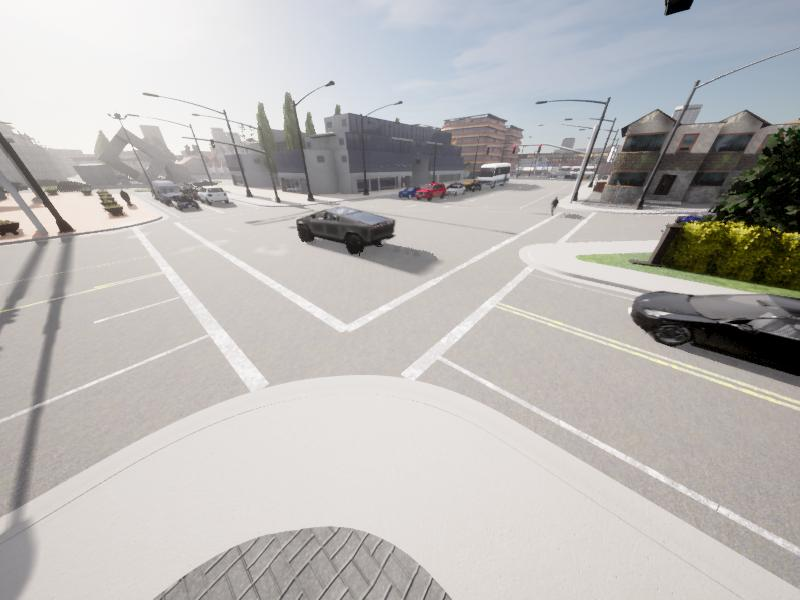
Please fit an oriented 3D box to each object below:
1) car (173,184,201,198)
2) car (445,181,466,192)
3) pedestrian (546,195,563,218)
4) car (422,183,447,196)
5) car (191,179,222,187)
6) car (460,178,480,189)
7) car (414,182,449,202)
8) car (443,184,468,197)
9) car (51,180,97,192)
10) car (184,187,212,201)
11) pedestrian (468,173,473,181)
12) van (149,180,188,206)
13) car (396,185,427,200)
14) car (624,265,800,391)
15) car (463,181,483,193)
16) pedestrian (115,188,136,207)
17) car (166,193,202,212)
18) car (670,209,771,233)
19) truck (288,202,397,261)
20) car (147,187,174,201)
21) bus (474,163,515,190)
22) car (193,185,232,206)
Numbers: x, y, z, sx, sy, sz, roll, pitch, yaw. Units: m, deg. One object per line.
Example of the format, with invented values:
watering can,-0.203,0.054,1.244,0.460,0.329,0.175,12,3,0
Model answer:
car,-34.663,-17.825,37.543,5.238,1.638,1.930,23,37,34
car,10.656,-21.736,44.166,1.994,1.385,4.181,24,39,35
pedestrian,14.261,-8.660,21.353,0.751,1.860,0.751,23,37,34
car,5.948,-18.877,39.331,1.837,1.490,4.892,22,38,34
car,-46.428,-28.059,55.515,2.033,1.411,5.357,9,31,16
car,14.715,-24.380,48.283,1.882,1.535,5.008,23,39,34
car,4.495,-15.481,32.969,2.150,2.045,5.566,23,37,34
car,9.175,-18.068,37.952,1.812,1.442,4.674,23,38,34
car,-63.602,-22.340,45.216,4.553,1.767,2.097,-7,31,-13
car,-29.555,-15.560,33.787,4.193,1.474,1.816,23,37,34
pedestrian,18.650,-32.624,61.145,0.751,1.860,0.751,-20,36,-31
van,-29.986,-13.922,29.886,5.915,2.561,1.988,23,37,34
car,1.789,-16.373,35.030,1.882,1.535,5.008,22,37,34
car,8.902,0.730,5.565,4.792,1.488,2.163,23,37,34
car,13.383,-20.697,42.256,1.816,1.474,4.193,23,38,34
pedestrian,-31.072,-11.587,26.173,0.751,1.860,0.751,20,35,30
car,-24.281,-11.043,25.962,4.193,1.474,1.816,23,37,34
car,23.799,-5.928,17.282,4.718,1.301,1.895,-3,30,-4
truck,-3.419,-4.272,13.636,6.274,2.098,2.390,19,35,29
car,-35.140,-15.621,33.838,3.633,1.501,1.845,22,37,33
bus,19.637,-25.762,47.774,3.944,4.253,10.273,23,39,34
car,-24.089,-13.486,29.622,5.566,2.045,2.150,23,37,34
